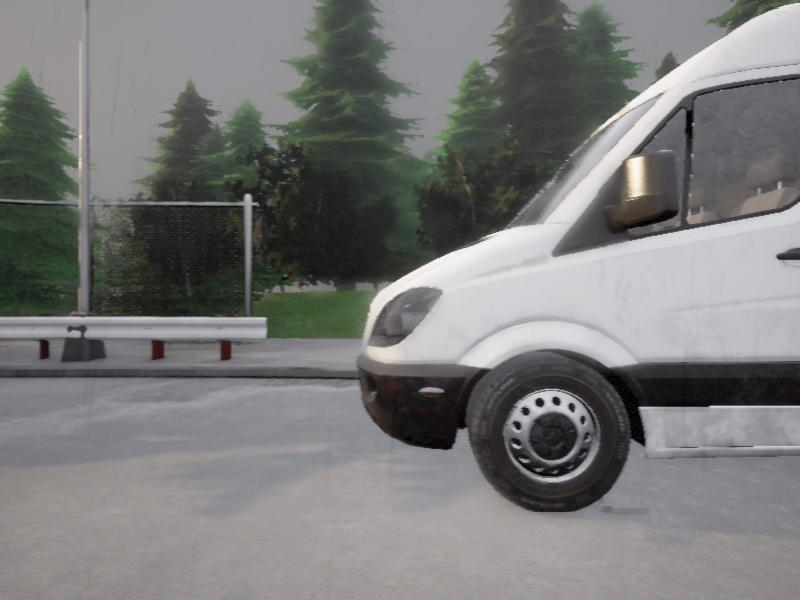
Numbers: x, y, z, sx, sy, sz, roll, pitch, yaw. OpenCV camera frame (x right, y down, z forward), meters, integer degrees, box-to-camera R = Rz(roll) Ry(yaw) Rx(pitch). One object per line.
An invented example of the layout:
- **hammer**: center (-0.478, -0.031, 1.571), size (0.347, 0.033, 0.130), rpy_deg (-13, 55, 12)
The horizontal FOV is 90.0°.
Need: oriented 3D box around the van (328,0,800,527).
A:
- **van**: center (2.675, -0.284, 2.724), size (5.915, 2.561, 1.988), rpy_deg (-1, 0, 3)
